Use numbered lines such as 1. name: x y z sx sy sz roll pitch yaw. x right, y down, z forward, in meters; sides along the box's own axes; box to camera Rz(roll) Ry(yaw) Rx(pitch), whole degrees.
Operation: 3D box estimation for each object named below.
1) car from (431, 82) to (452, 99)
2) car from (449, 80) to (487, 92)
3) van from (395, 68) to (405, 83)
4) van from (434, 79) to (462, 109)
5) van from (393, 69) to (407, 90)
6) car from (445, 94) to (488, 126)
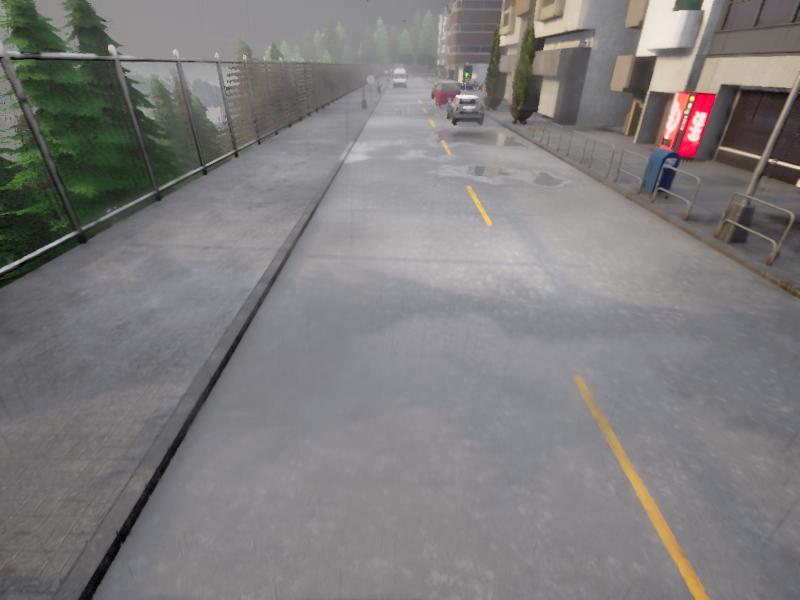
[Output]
1. car: 4.599 -23.015 43.854 1.970 1.475 3.806 5 31 8
2. car: 9.313 -29.342 54.835 4.718 1.301 1.895 13 33 21
3. van: 0.003 -46.171 82.362 1.988 2.561 5.915 0 30 0
4. van: 3.994 -17.554 34.021 1.775 1.987 4.442 0 30 0
5. van: -0.005 -33.561 60.776 1.988 2.561 5.915 0 30 0
6. car: 3.998 -11.846 24.772 1.970 1.475 3.806 0 30 0
